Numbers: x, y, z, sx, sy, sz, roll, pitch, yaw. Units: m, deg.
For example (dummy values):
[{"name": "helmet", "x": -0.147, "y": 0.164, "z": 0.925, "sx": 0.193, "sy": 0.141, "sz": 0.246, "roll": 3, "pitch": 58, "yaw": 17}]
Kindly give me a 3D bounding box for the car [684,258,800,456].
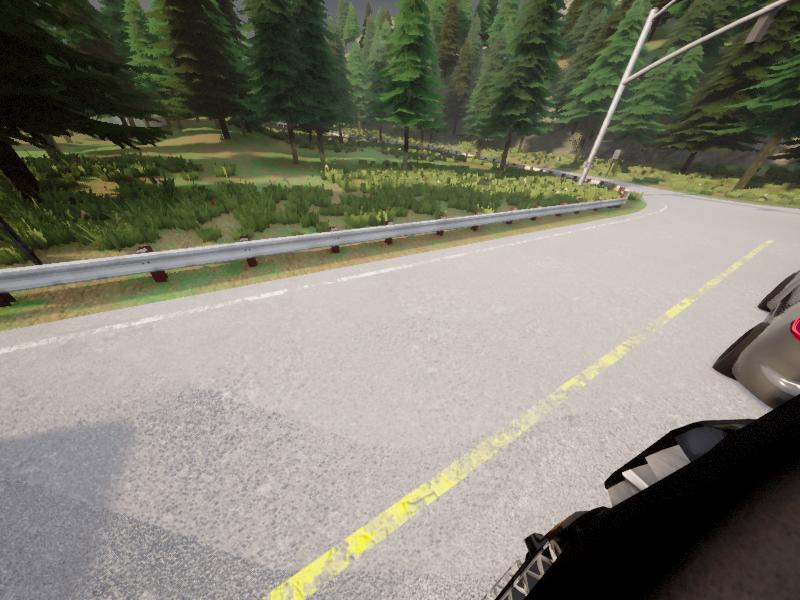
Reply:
[{"name": "car", "x": 5.831, "y": 0.332, "z": 2.379, "sx": 4.611, "sy": 1.667, "sz": 2.242, "roll": -16, "pitch": 38, "yaw": -26}]
